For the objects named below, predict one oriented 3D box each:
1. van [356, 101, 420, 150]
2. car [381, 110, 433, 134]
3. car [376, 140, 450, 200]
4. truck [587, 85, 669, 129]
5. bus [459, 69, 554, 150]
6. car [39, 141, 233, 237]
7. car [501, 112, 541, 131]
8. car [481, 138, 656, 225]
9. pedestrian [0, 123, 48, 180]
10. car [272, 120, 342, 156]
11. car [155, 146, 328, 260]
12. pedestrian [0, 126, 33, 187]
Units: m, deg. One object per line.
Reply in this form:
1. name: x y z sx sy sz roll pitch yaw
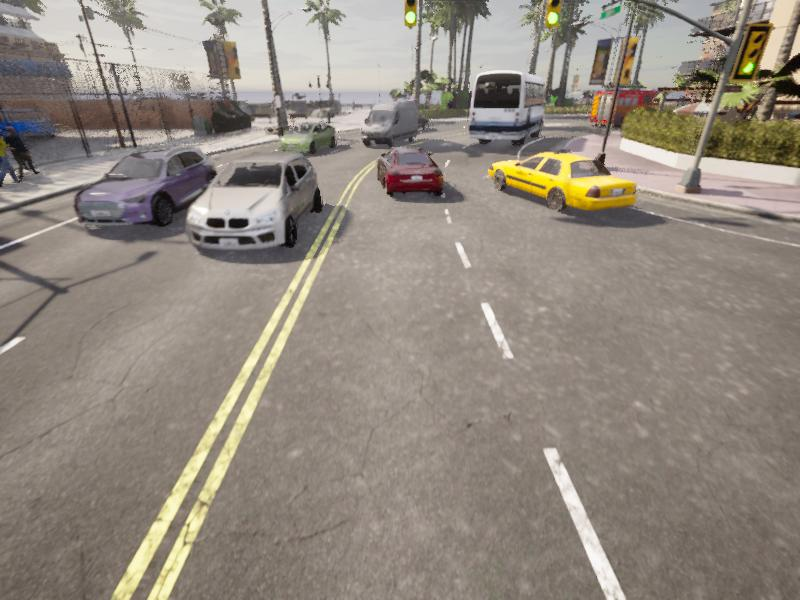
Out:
1. van: -0.622 -11.645 26.422 1.988 2.561 5.915 10 29 19
2. car: 0.701 -16.005 35.889 2.152 1.651 5.027 17 32 30
3. car: 0.296 -4.807 14.441 1.994 1.385 4.181 -3 27 -6
4. truck: 24.098 -20.450 42.271 8.468 3.827 2.891 -15 31 -28
5. bus: 7.796 -13.495 28.205 3.944 4.253 10.273 12 29 23
6. car: -6.835 -3.349 11.279 2.033 1.649 4.856 1 27 2
7. car: 11.553 -17.059 38.167 1.970 1.475 3.806 23 35 37
8. car: 4.811 -3.966 12.618 1.801 1.575 5.366 -10 29 -19
9. pedestrian: -13.883 -5.412 14.595 0.751 1.860 0.751 -3 27 -6
10. car: -5.292 -9.572 23.473 2.007 1.525 4.514 7 28 14
11. car: -3.391 -2.637 9.879 2.242 1.667 4.611 1 27 1
12. pedestrian: -13.446 -4.840 13.488 0.751 1.860 0.751 2 27 3
